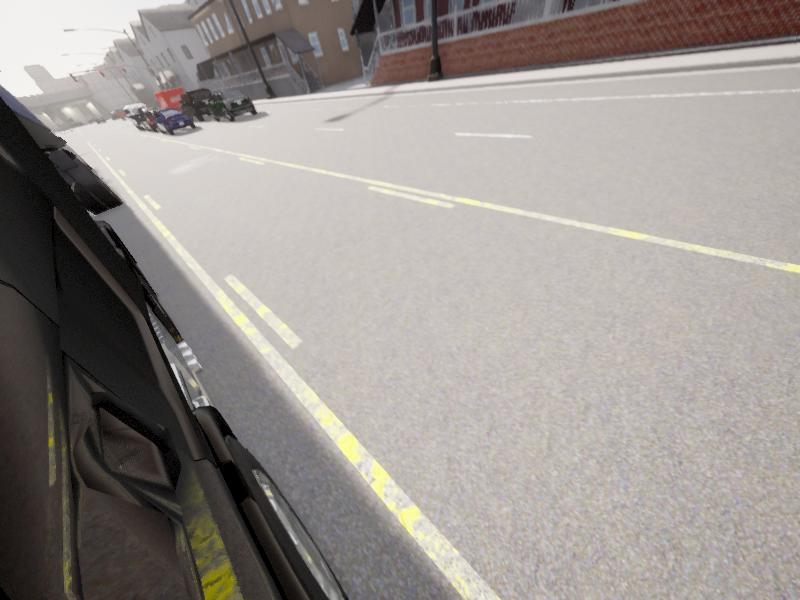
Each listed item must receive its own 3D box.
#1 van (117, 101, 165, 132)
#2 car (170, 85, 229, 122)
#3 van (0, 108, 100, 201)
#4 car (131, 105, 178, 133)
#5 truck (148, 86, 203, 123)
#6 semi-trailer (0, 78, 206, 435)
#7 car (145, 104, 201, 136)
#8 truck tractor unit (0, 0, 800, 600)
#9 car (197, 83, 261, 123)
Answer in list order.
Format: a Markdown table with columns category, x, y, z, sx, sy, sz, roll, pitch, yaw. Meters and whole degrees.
| category | x | y | z | sx | sy | sz | roll | pitch | yaw |
| --- | --- | --- | --- | --- | --- | --- | --- | --- | --- |
| van | -27.495 | -19.480 | 24.551 | 4.480 | 2.038 | 2.069 | 28 | 60 | 31 |
| car | -18.572 | -18.046 | 21.389 | 5.566 | 2.045 | 2.150 | 29 | 60 | 32 |
| van | -16.384 | -6.701 | 10.448 | 5.915 | 2.561 | 1.988 | 29 | 60 | 32 |
| car | -22.860 | -16.835 | 21.506 | 3.988 | 1.617 | 1.851 | 29 | 60 | 31 |
| truck | -24.562 | -21.327 | 25.296 | 5.204 | 2.467 | 2.627 | 30 | 60 | 32 |
| semi-trailer | -8.896 | -3.219 | 4.362 | 14.254 | 4.402 | 2.717 | 26 | 59 | 33 |
| car | -17.714 | -13.977 | 17.979 | 4.674 | 1.442 | 1.812 | 29 | 60 | 32 |
| truck tractor unit | -2.645 | -0.295 | 0.352 | 6.516 | 4.208 | 3.053 | 27 | 43 | 30 |
| car | -13.121 | -15.028 | 17.716 | 4.553 | 1.767 | 2.097 | 29 | 60 | 31 |
